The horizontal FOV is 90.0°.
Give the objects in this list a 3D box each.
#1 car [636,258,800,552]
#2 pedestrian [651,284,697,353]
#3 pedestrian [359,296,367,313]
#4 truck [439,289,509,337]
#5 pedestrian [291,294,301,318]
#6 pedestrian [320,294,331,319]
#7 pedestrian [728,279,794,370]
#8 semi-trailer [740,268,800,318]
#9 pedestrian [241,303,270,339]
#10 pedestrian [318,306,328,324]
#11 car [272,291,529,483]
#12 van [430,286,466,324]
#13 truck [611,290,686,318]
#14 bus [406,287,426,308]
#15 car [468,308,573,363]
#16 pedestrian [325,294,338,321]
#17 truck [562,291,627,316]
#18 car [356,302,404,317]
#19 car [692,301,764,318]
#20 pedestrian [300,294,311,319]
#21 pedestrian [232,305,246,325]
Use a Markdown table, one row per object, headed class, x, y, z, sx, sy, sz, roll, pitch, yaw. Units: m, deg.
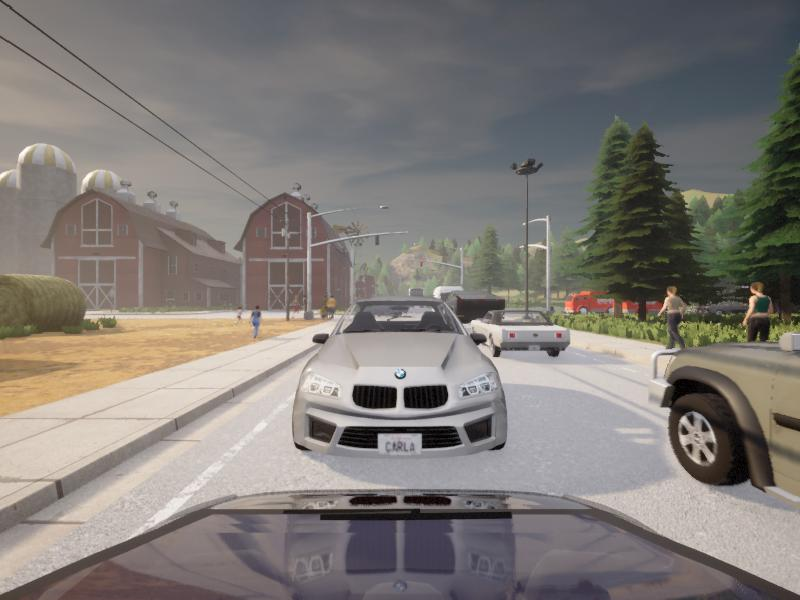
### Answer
| class | x | y | z | sx | sy | sz | roll | pitch | yaw |
| --- | --- | --- | --- | --- | --- | --- | --- | --- | --- |
| car | 3.486 | 0.649 | 1.956 | 1.932 | 1.855 | 4.605 | 0 | -1 | 0 |
| pedestrian | 7.631 | 0.494 | 11.177 | 0.751 | 1.860 | 0.751 | 0 | 0 | -10 |
| pedestrian | -4.211 | 0.514 | 45.848 | 0.751 | 1.860 | 0.751 | 0 | 0 | 15 |
| truck | 3.484 | 0.558 | 20.312 | 2.390 | 2.098 | 6.274 | 0 | 0 | 0 |
| pedestrian | -8.105 | 0.483 | 31.185 | 0.751 | 1.860 | 0.751 | 0 | 0 | -17 |
| pedestrian | -5.701 | 0.491 | 30.646 | 0.751 | 1.860 | 0.751 | 0 | 0 | -6 |
| pedestrian | 7.716 | 0.492 | 8.589 | 0.751 | 1.860 | 0.751 | 0 | 0 | 7 |
| semi-trailer | 39.551 | -0.617 | 36.831 | 14.254 | 4.402 | 2.717 | 0 | 0 | 0 |
| pedestrian | -5.408 | 0.766 | 14.999 | 0.751 | 1.300 | 0.751 | 0 | 0 | 5 |
| pedestrian | -4.596 | 0.884 | 23.857 | 0.500 | 1.100 | 0.500 | 0 | 0 | 2 |
| car | -0.008 | 0.761 | 5.796 | 2.242 | 1.667 | 4.611 | 0 | 0 | 0 |
| van | 3.484 | 0.343 | 30.155 | 1.988 | 2.561 | 5.915 | 0 | 0 | 0 |
| truck | 22.660 | 0.355 | 36.680 | 5.204 | 2.467 | 2.627 | 0 | 0 | -1 |
| bus | 3.322 | -0.467 | 87.181 | 3.944 | 4.253 | 10.273 | 0 | 0 | 0 |
| car | 3.490 | 0.954 | 12.594 | 1.895 | 1.301 | 4.718 | 0 | 0 | 0 |
| pedestrian | -4.784 | 0.507 | 28.048 | 0.751 | 1.860 | 0.751 | 0 | 0 | 5 |
| truck | 19.367 | 0.359 | 40.112 | 5.204 | 2.467 | 2.627 | 0 | 0 | -1 |
| car | -1.963 | 0.918 | 38.828 | 4.181 | 1.385 | 1.994 | 0 | 0 | 28 |
| car | 30.112 | 0.847 | 36.879 | 4.902 | 1.511 | 2.128 | 0 | 0 | 0 |
| pedestrian | -7.283 | 0.486 | 30.732 | 0.751 | 1.860 | 0.751 | 0 | 0 | -20 |
| pedestrian | -9.061 | 0.857 | 22.540 | 0.500 | 1.100 | 0.500 | 0 | 0 | 30 |
